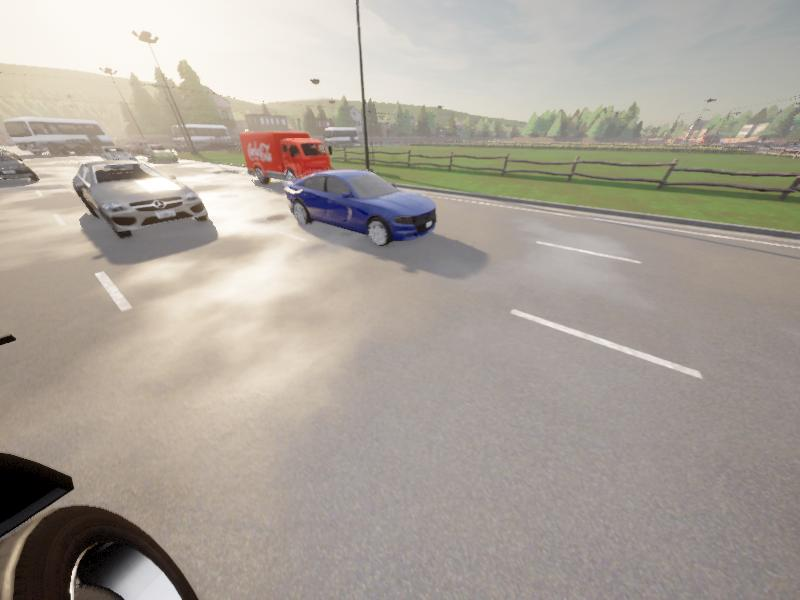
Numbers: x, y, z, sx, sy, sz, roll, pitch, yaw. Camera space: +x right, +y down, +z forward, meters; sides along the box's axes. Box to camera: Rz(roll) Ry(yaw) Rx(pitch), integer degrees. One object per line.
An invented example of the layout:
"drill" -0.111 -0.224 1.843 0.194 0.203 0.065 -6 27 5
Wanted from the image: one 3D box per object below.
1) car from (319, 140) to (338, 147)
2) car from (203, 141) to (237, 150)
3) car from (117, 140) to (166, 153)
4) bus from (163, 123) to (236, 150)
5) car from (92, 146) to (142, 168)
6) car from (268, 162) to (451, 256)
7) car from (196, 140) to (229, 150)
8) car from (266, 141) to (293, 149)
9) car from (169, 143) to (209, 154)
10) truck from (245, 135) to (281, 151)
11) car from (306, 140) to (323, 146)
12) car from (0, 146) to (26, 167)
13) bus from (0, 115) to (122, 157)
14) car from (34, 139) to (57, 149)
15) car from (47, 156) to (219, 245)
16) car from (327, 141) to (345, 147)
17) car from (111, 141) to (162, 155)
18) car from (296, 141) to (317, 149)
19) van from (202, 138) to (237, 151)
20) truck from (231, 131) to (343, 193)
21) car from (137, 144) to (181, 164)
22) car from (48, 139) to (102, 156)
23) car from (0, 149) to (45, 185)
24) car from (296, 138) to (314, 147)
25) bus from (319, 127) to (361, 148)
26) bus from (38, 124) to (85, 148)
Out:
"car" -20.395 -44.649 65.816 1.882 1.535 5.008 22 41 28
"car" -36.391 -31.350 46.863 2.163 1.488 4.792 22 41 28
"car" -41.909 -25.010 37.656 2.242 1.667 4.611 8 36 11
"bus" -42.138 -34.705 49.175 3.944 4.253 10.273 21 40 27
"car" -25.834 -13.138 21.088 3.806 1.475 1.970 24 42 30
"car" -1.326 -2.942 6.746 5.008 1.535 1.882 22 41 28
"car" -39.210 -32.624 48.486 2.242 1.667 4.611 22 40 28
"car" -27.366 -35.305 52.521 2.128 1.511 4.902 22 40 28
"car" -34.597 -25.060 38.045 1.994 1.385 4.181 15 38 20
"truck" -27.609 -31.953 46.920 2.627 2.467 5.204 22 41 28
"car" -25.677 -47.353 69.625 2.007 1.525 4.514 22 40 28
"car" -36.268 -12.819 20.651 1.994 1.385 4.181 -29 45 -35
"bus" -49.149 -23.932 33.822 3.944 4.253 10.273 -2 35 1
"car" -74.497 -32.753 48.480 5.366 1.575 1.801 22 41 28
"car" -8.395 -3.399 7.268 5.027 1.651 2.152 22 41 28
"car" -17.756 -43.197 63.985 1.895 1.301 4.718 22 41 28
"car" -38.389 -22.340 33.892 2.242 1.667 4.611 -2 35 -3
"car" -21.838 -36.293 54.088 1.994 1.385 4.181 22 41 28
"van" -34.322 -29.685 44.074 1.775 1.987 4.442 21 40 27
"truck" -6.140 -7.754 12.732 5.204 2.467 2.627 22 41 28
"car" -25.402 -15.446 24.326 4.514 1.525 2.007 24 42 30
"car" -44.964 -21.292 32.159 1.905 1.878 3.866 -6 36 -8
"car" -23.280 -7.738 13.379 3.705 1.549 1.789 16 38 22
"car" -26.141 -43.573 63.932 1.905 1.878 3.866 22 41 28
"bus" -15.358 -42.728 60.754 3.944 4.253 10.273 22 42 28
"bus" -78.781 -38.140 53.776 10.273 4.253 3.944 22 41 28
